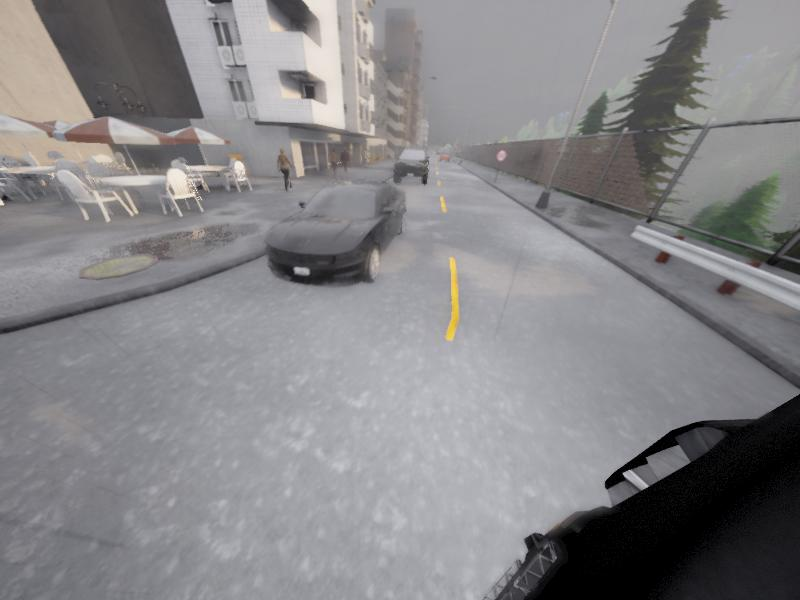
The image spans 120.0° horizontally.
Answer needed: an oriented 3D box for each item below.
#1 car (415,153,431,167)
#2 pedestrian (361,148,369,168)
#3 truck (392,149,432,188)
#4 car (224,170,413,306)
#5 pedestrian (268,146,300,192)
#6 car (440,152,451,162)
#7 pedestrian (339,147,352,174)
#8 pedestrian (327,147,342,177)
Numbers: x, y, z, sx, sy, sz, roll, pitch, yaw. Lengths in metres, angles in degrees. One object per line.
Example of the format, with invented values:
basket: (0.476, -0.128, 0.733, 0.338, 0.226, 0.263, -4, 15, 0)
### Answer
car: (3.475, -20.784, 34.196, 1.930, 1.638, 5.238, 6, 33, 5)
pedestrian: (-3.851, -15.637, 25.437, 0.751, 1.860, 0.751, 3, 33, 0)
truck: (1.071, -10.229, 17.632, 2.390, 2.098, 6.274, 6, 33, 5)
car: (-1.048, -1.998, 5.528, 1.882, 1.535, 5.008, 8, 33, 8)
pedestrian: (-5.561, -6.322, 11.206, 0.751, 1.860, 0.751, 3, 33, 1)
car: (9.977, -31.733, 51.111, 2.097, 1.767, 4.553, 6, 34, 5)
pedestrian: (-4.584, -11.766, 19.514, 0.751, 1.860, 0.751, 1, 33, -2)
pedestrian: (-4.882, -10.265, 17.220, 0.751, 1.860, 0.751, 0, 34, -4)
